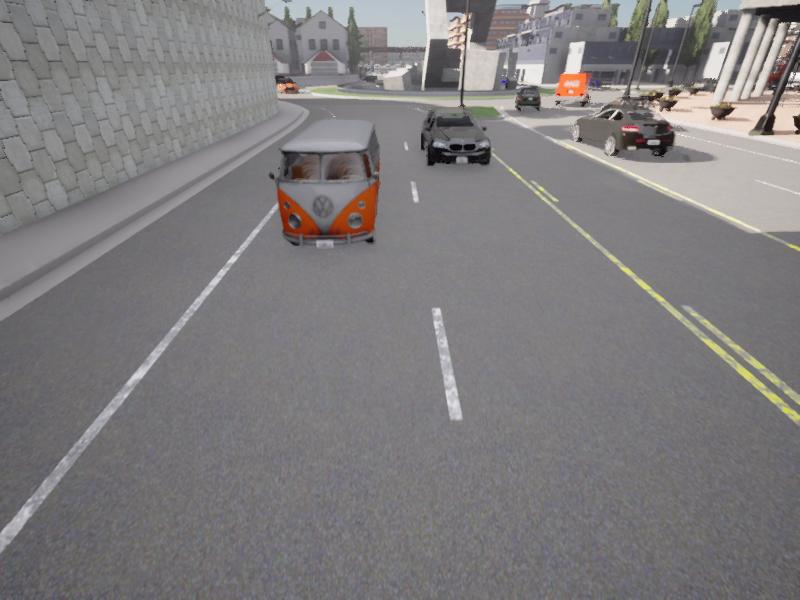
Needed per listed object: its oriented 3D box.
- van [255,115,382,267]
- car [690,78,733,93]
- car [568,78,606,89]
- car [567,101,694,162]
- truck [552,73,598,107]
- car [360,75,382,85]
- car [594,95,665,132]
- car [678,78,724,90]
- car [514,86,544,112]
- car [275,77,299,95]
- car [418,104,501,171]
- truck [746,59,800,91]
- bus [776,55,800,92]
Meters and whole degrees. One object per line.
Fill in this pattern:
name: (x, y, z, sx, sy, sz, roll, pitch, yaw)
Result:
van: (-1.322, -2.559, 8.405, 1.775, 1.987, 4.442, -1, 30, -1)
car: (42.005, -28.987, 53.998, 3.988, 1.617, 1.851, -4, 31, -6)
car: (28.578, -33.138, 61.183, 4.674, 1.442, 1.812, 25, 39, 36)
car: (9.041, -7.037, 16.411, 2.152, 1.651, 5.027, -1, 30, -1)
truck: (15.832, -18.990, 35.997, 2.627, 2.467, 5.204, 15, 34, 26)
car: (-5.557, -41.980, 76.259, 1.837, 1.490, 4.892, 15, 33, 24)
car: (12.661, -10.490, 22.381, 1.789, 1.549, 3.705, 1, 31, 2)
car: (43.030, -30.905, 57.302, 4.892, 1.490, 1.837, 1, 30, 2)
car: (10.265, -16.099, 31.968, 1.789, 1.549, 3.705, 5, 31, 10)
car: (-14.108, -26.685, 49.840, 2.097, 1.767, 4.553, -12, 32, -19)
car: (1.972, -6.211, 14.955, 2.242, 1.667, 4.611, -1, 30, -2)
truck: (55.453, -32.105, 57.039, 8.468, 3.827, 2.891, -1, 30, -2)
bus: (58.497, -30.639, 54.108, 10.273, 4.253, 3.944, -1, 30, -2)
